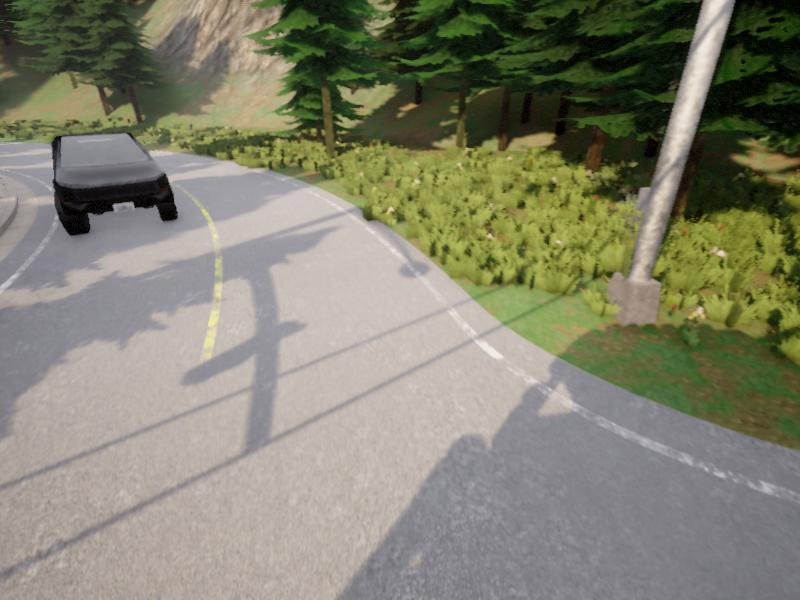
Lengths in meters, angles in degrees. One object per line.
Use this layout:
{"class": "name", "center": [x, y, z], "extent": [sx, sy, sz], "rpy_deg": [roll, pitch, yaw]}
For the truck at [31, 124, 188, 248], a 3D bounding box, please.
{"class": "truck", "center": [-8.203, -3.565, 11.212], "extent": [2.390, 2.098, 6.274], "rpy_deg": [-19, 33, -32]}
